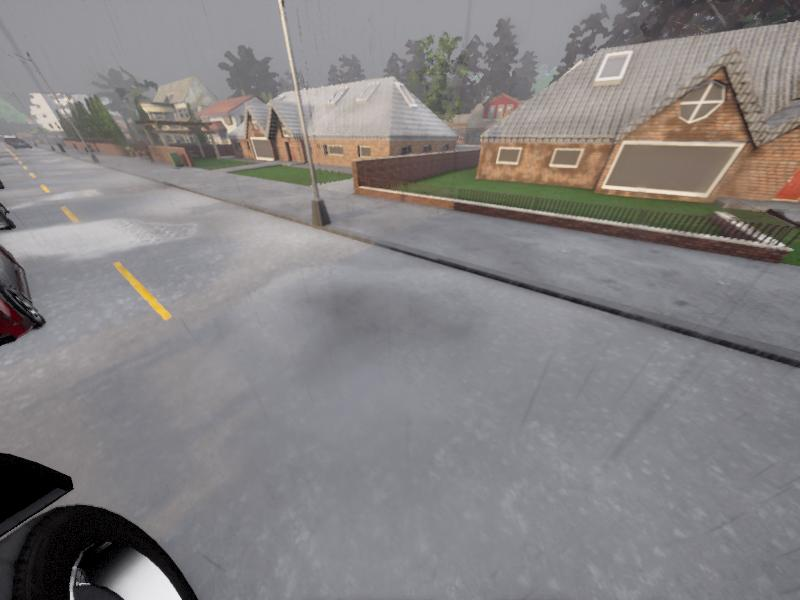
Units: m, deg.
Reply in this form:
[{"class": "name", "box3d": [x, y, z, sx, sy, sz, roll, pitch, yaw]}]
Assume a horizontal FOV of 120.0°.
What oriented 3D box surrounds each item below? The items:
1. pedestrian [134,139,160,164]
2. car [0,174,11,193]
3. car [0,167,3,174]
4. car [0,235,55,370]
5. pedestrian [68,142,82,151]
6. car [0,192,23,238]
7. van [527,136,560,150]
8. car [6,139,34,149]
[{"class": "pedestrian", "box3d": [-23.049, -13.522, 21.079, 0.751, 1.860, 0.751, 25, 42, 30]}, {"class": "car", "box3d": [-21.398, -6.185, 11.194, 4.514, 1.525, 2.007, 22, 41, 28]}, {"class": "car", "box3d": [-30.174, -9.733, 16.205, 4.193, 1.474, 1.816, 22, 41, 28]}, {"class": "car", "box3d": [-6.752, -0.159, 2.896, 4.181, 1.385, 1.994, 22, 41, 28]}, {"class": "pedestrian", "box3d": [-52.974, -25.011, 37.632, 0.751, 1.300, 0.751, 21, 40, 26]}, {"class": "car", "box3d": [-12.939, -2.744, 6.377, 4.514, 1.525, 2.007, 22, 41, 28]}, {"class": "van", "box3d": [33.208, -36.446, 53.644, 5.915, 2.561, 1.988, 22, 41, 28]}, {"class": "car", "box3d": [-77.645, -31.883, 47.209, 4.611, 1.667, 2.242, 22, 41, 28]}]
